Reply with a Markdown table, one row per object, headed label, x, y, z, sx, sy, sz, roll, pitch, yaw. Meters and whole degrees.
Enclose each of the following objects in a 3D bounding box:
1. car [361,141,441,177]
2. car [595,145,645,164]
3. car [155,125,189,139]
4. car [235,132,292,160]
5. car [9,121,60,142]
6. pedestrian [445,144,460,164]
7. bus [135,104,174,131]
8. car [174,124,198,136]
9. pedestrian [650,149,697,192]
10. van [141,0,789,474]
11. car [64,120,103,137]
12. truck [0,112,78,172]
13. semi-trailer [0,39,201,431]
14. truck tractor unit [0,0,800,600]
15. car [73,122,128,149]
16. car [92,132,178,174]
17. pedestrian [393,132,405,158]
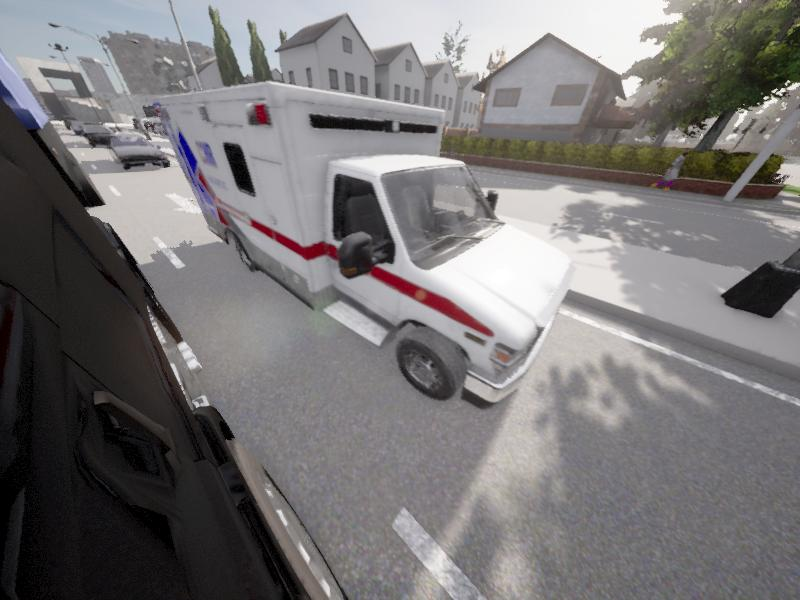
| label | x | y | z | sx | sy | sz | roll | pitch | yaw |
| --- | --- | --- | --- | --- | --- | --- | --- | --- | --- |
| car | -0.068 | -9.370 | 15.178 | 4.974 | 1.542 | 2.038 | 28 | 43 | 30 |
| car | 25.046 | -16.712 | 26.423 | 3.806 | 1.475 | 1.970 | 28 | 43 | 30 |
| car | -31.935 | -23.530 | 32.340 | 5.357 | 1.411 | 2.033 | 28 | 43 | 30 |
| car | -11.037 | -12.491 | 18.661 | 4.514 | 1.525 | 2.007 | 28 | 43 | 30 |
| car | -33.945 | -15.697 | 21.547 | 4.181 | 1.385 | 1.994 | 28 | 43 | 30 |
| pedestrian | 4.271 | -11.874 | 18.793 | 0.751 | 1.300 | 0.751 | 27 | 42 | 29 |
| bus | -54.463 | -40.639 | 51.651 | 3.944 | 4.253 | 10.273 | -22 | 43 | -29 |
| car | -35.362 | -28.060 | 38.155 | 3.633 | 1.501 | 1.845 | 28 | 43 | 31 |
| pedestrian | 14.149 | -6.719 | 11.992 | 0.751 | 1.860 | 0.751 | -28 | 46 | -35 |
| van | -0.974 | -1.395 | 3.491 | 6.366 | 2.431 | 2.351 | 29 | 43 | 31 |
| car | -39.530 | -21.415 | 28.848 | 4.792 | 1.488 | 2.163 | 28 | 43 | 30 |
| truck | -19.231 | -8.190 | 11.736 | 6.274 | 2.098 | 2.390 | 28 | 43 | 30 |
| semi-trailer | -8.681 | -3.602 | 4.268 | 14.254 | 4.402 | 2.717 | 28 | 43 | 30 |
| truck tractor unit | -2.645 | -0.295 | 0.351 | 6.516 | 4.208 | 3.053 | 28 | 44 | 30 |
| car | -25.454 | -14.008 | 19.613 | 5.238 | 1.638 | 1.930 | 28 | 43 | 30 |
| car | -14.455 | -8.103 | 12.553 | 5.357 | 1.411 | 2.033 | 28 | 43 | 30 |
| pedestrian | -0.124 | -14.210 | 21.193 | 0.751 | 1.860 | 0.751 | 23 | 41 | 25 |
